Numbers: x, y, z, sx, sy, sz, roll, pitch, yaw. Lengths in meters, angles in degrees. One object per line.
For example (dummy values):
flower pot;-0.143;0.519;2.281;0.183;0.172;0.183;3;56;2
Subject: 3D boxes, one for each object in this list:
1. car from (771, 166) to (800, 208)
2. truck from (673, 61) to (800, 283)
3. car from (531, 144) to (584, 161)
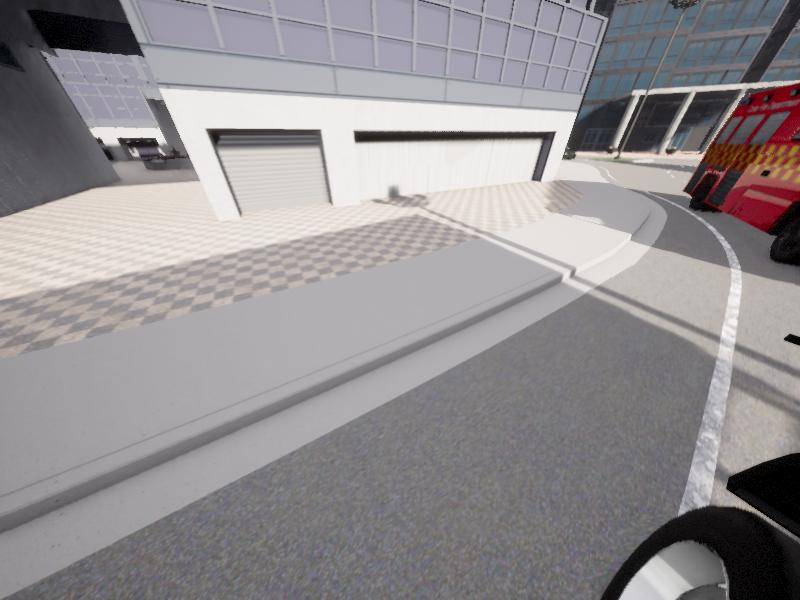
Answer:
car;15.861;-3.535;7.604;1.994;1.385;4.181;15;38;21
truck;10.618;-3.280;5.162;2.891;3.827;8.468;19;40;25
car;18.902;-17.988;28.065;2.038;1.542;4.974;-11;36;-14
